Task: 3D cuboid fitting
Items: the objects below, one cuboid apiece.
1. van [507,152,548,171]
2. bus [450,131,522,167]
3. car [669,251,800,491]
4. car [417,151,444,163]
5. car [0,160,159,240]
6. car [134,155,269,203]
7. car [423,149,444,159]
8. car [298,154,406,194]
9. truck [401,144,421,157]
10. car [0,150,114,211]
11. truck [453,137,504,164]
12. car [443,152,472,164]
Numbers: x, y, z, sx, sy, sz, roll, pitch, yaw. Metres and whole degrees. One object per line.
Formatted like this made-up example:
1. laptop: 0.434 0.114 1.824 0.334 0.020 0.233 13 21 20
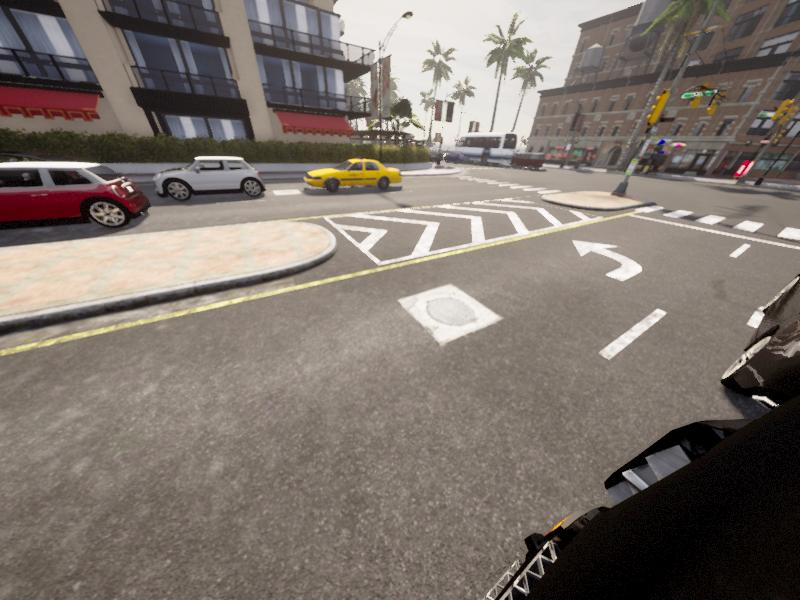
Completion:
1. van: 17.542 -19.331 32.089 1.775 1.987 4.442 -16 38 -26
2. bus: 13.288 -24.386 37.327 3.944 4.253 10.273 -16 38 -26
3. car: 5.433 0.386 2.276 4.902 1.511 2.128 -17 38 -26
4. car: 5.010 -23.769 38.322 2.007 1.525 4.514 -16 38 -26
5. car: -9.251 -2.636 5.872 3.806 1.475 1.970 -17 38 -26
6. car: -8.023 -5.265 9.880 3.806 1.475 1.970 -17 38 -26
7. car: 7.472 -33.019 52.195 1.930 1.638 5.238 -16 38 -26
8. car: -2.445 -6.979 12.708 5.366 1.575 1.801 -17 38 -26
9. truck: 2.760 -38.040 58.644 2.627 2.467 5.204 -16 38 -26
10. car: -12.694 -3.898 7.466 3.705 1.549 1.789 -17 38 -26
11. truck: 14.038 -27.478 42.379 2.891 3.827 8.468 -16 38 -26
12. car: 9.373 -23.295 37.969 1.812 1.442 4.674 -16 38 -26
